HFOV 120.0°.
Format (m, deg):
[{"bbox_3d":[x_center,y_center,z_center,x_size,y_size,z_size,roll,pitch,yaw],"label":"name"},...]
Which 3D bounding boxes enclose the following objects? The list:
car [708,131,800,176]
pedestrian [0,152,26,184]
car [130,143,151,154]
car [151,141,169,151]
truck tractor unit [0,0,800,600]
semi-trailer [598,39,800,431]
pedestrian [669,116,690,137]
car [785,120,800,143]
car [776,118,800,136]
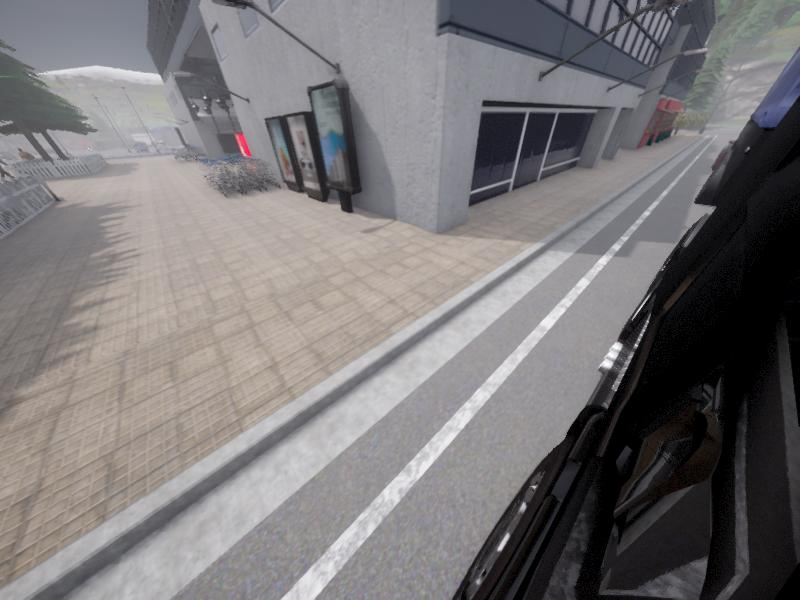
[{"bbox_3d":[16.523,-6.945,10.779,4.181,1.385,1.994,-29,44,-31],"label":"car"},{"bbox_3d":[-25.521,-8.480,14.663,0.751,1.860,0.751,-5,37,-3],"label":"pedestrian"},{"bbox_3d":[-46.339,-27.144,41.270,1.845,1.501,3.633,-30,45,-32],"label":"car"},{"bbox_3d":[-49.148,-31.539,47.331,1.970,1.475,3.806,-30,45,-32],"label":"car"},{"bbox_3d":[2.645,-0.295,0.352,6.516,4.208,3.053,-28,44,-30],"label":"truck tractor unit"},{"bbox_3d":[8.673,-3.619,4.257,14.254,4.402,2.717,-28,44,-30],"label":"semi-trailer"},{"bbox_3d":[31.455,-19.560,26.019,0.751,1.860,0.751,27,46,33],"label":"pedestrian"},{"bbox_3d":[34.262,-14.079,19.097,3.705,1.549,1.789,-29,44,-31],"label":"car"},{"bbox_3d":[42.099,-18.351,24.424,4.674,1.442,1.812,-28,44,-30],"label":"car"}]
